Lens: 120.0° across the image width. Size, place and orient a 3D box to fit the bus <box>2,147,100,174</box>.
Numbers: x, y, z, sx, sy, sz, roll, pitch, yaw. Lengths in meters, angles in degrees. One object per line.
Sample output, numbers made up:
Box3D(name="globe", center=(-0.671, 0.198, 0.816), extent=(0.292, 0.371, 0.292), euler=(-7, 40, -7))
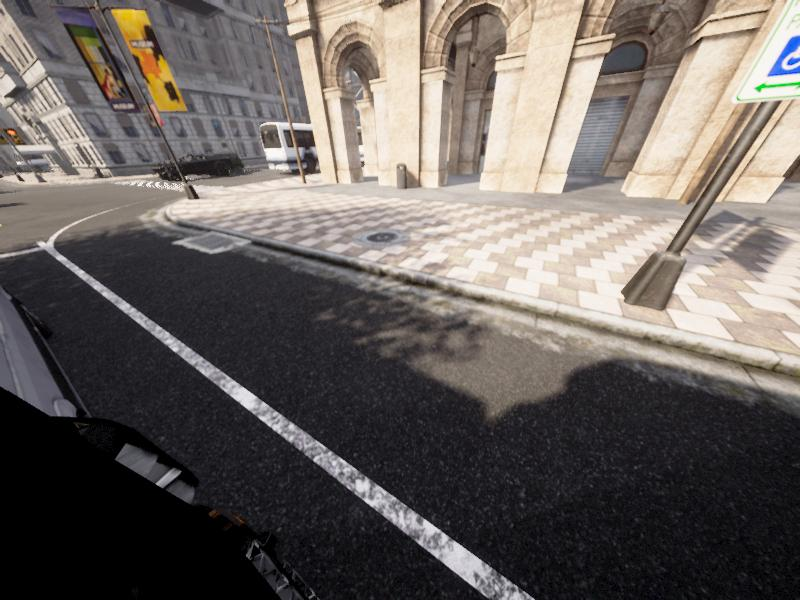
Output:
Box3D(name="bus", center=(-72.858, -29.629, 48.726), extent=(3.944, 4.253, 10.273), euler=(17, 38, 26))

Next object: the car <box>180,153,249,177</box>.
Box3D(name="car", center=(-21.165, -15.699, 26.728), extent=(2.150, 2.045, 5.566), euler=(16, 38, 25))

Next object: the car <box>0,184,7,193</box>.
Box3D(name="car", center=(-35.690, -9.144, 18.239), extent=(5.027, 1.651, 2.152), euler=(-1, 34, 3))

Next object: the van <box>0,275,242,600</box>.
Box3D(name="van", center=(-4.038, 0.405, 1.227), extent=(5.915, 2.561, 1.988), euler=(16, 38, 26))

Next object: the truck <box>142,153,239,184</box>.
Box3D(name="truck", center=(-19.989, -12.967, 22.533), extent=(2.390, 2.098, 6.274), euler=(16, 38, 25))

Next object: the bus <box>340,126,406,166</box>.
Box3D(name="bus", center=(-3.445, -22.752, 34.157), extent=(3.944, 4.253, 10.273), euler=(16, 38, 26))

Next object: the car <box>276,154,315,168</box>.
Box3D(name="car", center=(-15.638, -21.009, 34.806), extent=(2.163, 1.488, 4.792), euler=(16, 38, 26))

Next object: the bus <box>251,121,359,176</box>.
Box3D(name="bus", center=(-9.611, -16.746, 25.587), extent=(3.944, 4.253, 10.273), euler=(17, 38, 26))
